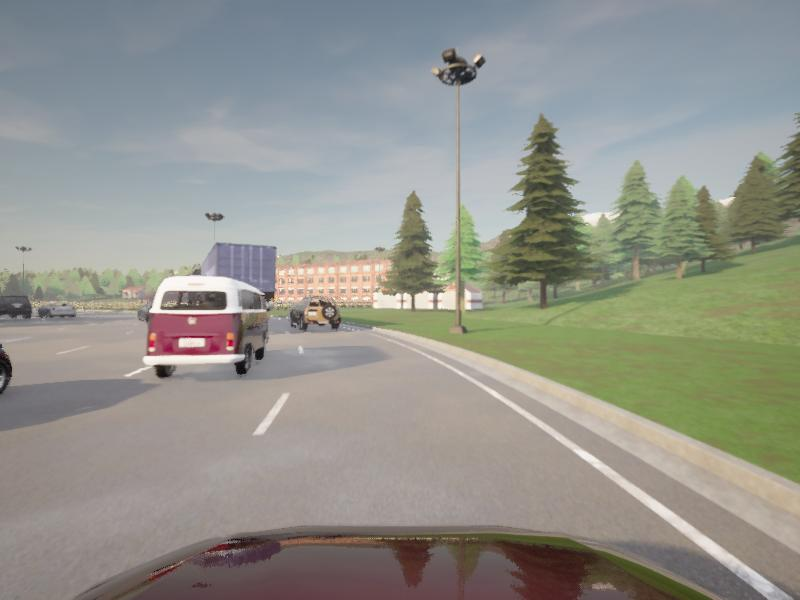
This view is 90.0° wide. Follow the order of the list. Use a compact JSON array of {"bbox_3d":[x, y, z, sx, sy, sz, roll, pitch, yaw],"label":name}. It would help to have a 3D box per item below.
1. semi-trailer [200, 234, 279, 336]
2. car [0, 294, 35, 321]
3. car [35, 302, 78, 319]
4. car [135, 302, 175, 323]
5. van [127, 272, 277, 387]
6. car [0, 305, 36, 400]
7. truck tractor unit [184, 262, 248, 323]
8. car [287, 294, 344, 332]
[{"bbox_3d":[-10.221,-0.614,24.052,2.717,4.402,14.254,0,0,-29],"label":"semi-trailer"},{"bbox_3d":[-32.725,0.606,33.188,5.566,2.045,2.150,0,0,31],"label":"car"},{"bbox_3d":[-30.854,0.888,35.899,3.806,1.475,1.970,0,0,33],"label":"car"},{"bbox_3d":[-18.440,0.874,30.078,1.816,1.474,4.193,0,0,-42],"label":"car"},{"bbox_3d":[-4.263,0.569,9.535,2.069,2.038,4.480,0,-1,-11],"label":"van"},{"bbox_3d":[-7.125,0.836,5.156,1.845,1.501,3.633,0,0,-8],"label":"car"},{"bbox_3d":[-14.299,-0.506,30.812,3.053,4.208,6.516,0,0,-38],"label":"truck tractor unit"},{"bbox_3d":[-4.715,0.656,21.773,1.932,1.855,4.605,1,-1,-26],"label":"car"}]
